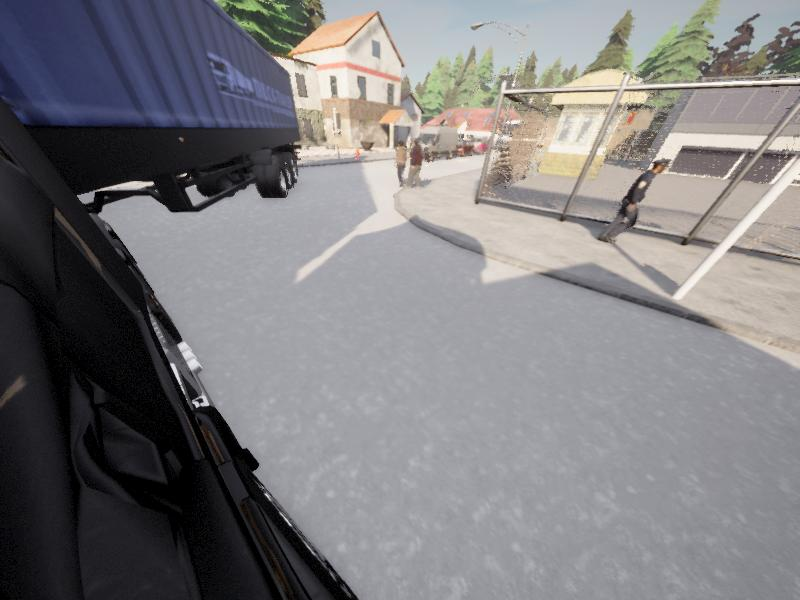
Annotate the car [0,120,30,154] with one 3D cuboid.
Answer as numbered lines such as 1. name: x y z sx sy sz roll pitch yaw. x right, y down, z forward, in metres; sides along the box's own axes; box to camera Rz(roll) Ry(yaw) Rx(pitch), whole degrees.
1. car: -26.436 -10.604 14.915 5.238 1.638 1.930 25 42 27

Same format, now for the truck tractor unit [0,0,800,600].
1. truck tractor unit: -2.645 -0.295 0.352 6.516 4.208 3.053 28 44 30

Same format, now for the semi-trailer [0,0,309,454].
1. semi-trailer: -5.170 -4.695 5.980 2.717 4.402 14.254 -5 37 -9

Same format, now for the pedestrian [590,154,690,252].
1. pedestrian: 5.284 -2.184 5.248 0.751 1.860 0.751 27 43 29

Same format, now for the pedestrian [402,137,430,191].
1. pedestrian: 0.650 -5.672 9.668 0.751 1.860 0.751 21 40 23

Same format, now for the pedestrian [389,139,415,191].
1. pedestrian: 0.054 -5.933 10.156 0.751 1.860 0.751 -26 45 -33

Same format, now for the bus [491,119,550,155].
1. bus: 19.706 -27.625 38.989 3.944 4.253 10.273 1 37 -3

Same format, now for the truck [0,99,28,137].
1. truck: -43.979 -19.969 24.590 8.468 3.827 2.891 26 42 28

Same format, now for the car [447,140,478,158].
1. car: 7.111 -17.243 26.299 1.789 1.549 3.705 25 42 27

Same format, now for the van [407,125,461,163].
1. van: 3.279 -14.618 21.640 1.988 2.561 5.915 26 42 28

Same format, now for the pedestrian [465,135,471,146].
1. pedestrian: 14.278 -33.759 48.744 0.751 1.860 0.751 17 39 18
